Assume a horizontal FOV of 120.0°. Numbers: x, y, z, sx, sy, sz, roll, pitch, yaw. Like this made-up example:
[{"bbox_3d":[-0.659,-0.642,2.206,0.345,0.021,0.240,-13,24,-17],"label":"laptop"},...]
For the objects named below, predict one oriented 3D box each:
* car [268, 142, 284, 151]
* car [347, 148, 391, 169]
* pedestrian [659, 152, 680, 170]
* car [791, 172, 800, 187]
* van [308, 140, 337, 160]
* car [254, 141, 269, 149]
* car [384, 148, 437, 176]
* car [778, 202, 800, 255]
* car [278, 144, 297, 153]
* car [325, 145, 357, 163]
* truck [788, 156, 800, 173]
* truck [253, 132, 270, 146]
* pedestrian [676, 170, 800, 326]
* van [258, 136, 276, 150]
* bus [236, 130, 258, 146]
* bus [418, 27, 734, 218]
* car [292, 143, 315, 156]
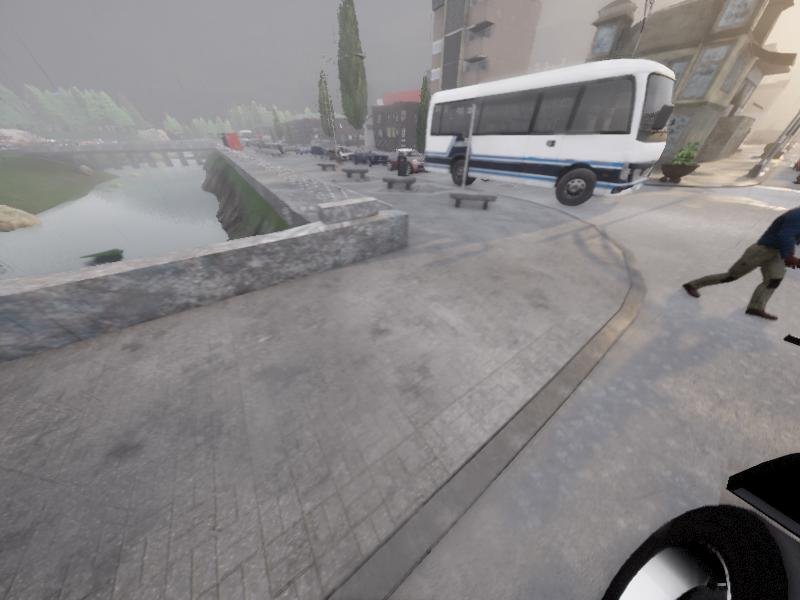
[{"bbox_3d":[-26.287,-32.502,48.890,1.812,1.442,4.674,-22,41,-28],"label":"car"},{"bbox_3d":[-2.990,-13.330,21.657,1.895,1.301,4.718,-22,41,-28],"label":"car"},{"bbox_3d":[20.042,-10.368,17.191,0.500,1.100,0.500,20,40,27],"label":"pedestrian"},{"bbox_3d":[22.905,-6.793,12.069,4.181,1.385,1.994,-22,41,-27],"label":"car"},{"bbox_3d":[-9.905,-19.285,29.552,1.775,1.987,4.442,-22,41,-28],"label":"van"},{"bbox_3d":[-36.416,-40.849,60.723,2.242,1.667,4.611,-22,41,-28],"label":"car"},{"bbox_3d":[0.652,-10.409,17.330,1.970,1.475,3.806,-22,41,-28],"label":"car"},{"bbox_3d":[11.425,-2.057,5.560,4.718,1.301,1.895,-22,41,-28],"label":"car"},{"bbox_3d":[-20.743,-27.894,42.443,1.895,1.301,4.718,-22,41,-28],"label":"car"},{"bbox_3d":[-6.688,-16.435,25.931,1.970,1.475,3.806,-22,41,-28],"label":"car"},{"bbox_3d":[30.172,-10.202,15.871,5.204,2.467,2.627,-22,41,-28],"label":"truck"},{"bbox_3d":[-46.650,-54.211,77.739,2.891,3.827,8.468,-22,41,-28],"label":"truck"},{"bbox_3d":[5.085,-0.658,3.120,0.751,1.860,0.751,-11,37,-14],"label":"pedestrian"},{"bbox_3d":[-31.538,-37.267,54.699,1.988,2.561,5.915,-22,41,-28],"label":"van"},{"bbox_3d":[-51.307,-54.292,77.533,3.944,4.253,10.273,-22,41,-28],"label":"bus"},{"bbox_3d":[5.739,-7.552,10.834,3.944,4.253,10.273,-23,41,-28],"label":"bus"},{"bbox_3d":[-14.884,-23.161,35.532,1.816,1.474,4.193,-22,41,-28],"label":"car"}]
